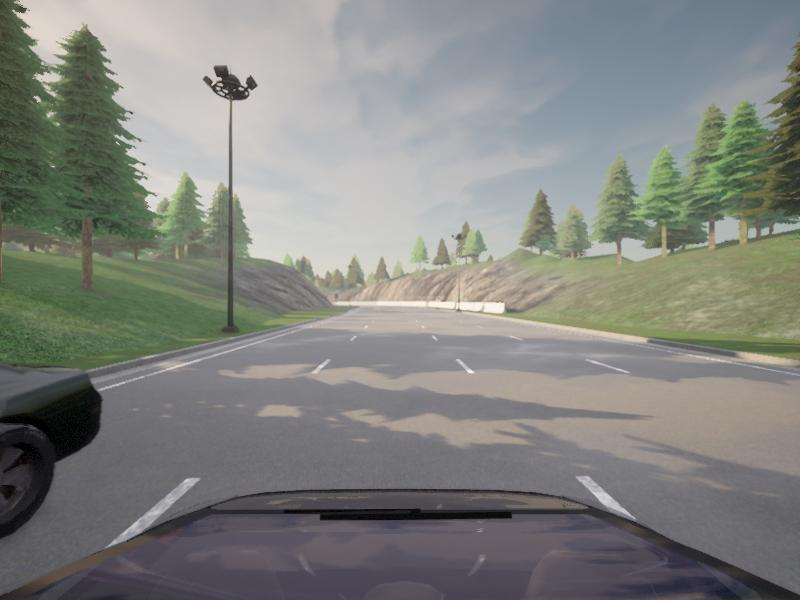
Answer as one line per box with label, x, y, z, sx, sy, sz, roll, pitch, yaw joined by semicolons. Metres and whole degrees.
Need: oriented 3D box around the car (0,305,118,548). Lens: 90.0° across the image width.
car;-3.571;0.828;1.168;2.038;1.542;4.974;0;0;-1
